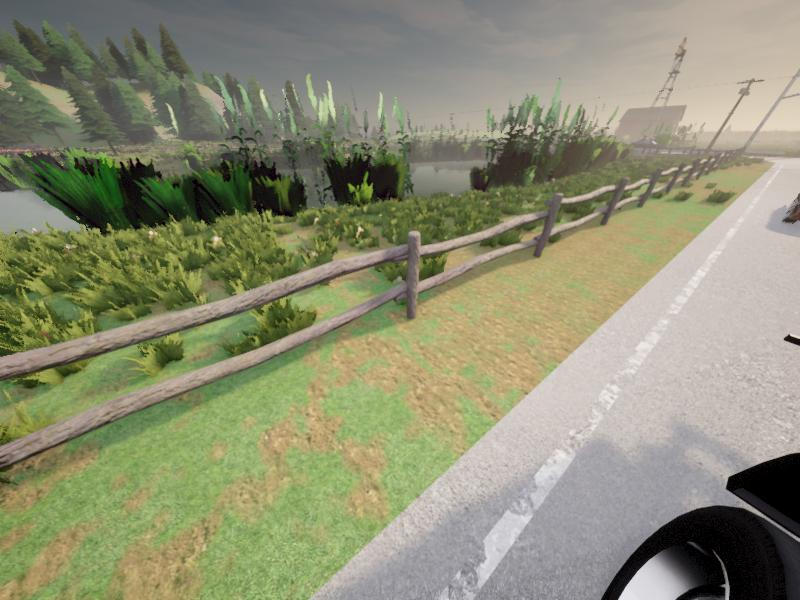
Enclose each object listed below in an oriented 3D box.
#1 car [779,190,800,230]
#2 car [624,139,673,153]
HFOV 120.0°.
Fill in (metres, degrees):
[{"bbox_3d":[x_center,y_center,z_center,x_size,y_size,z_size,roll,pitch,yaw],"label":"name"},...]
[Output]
[{"bbox_3d":[13.800,-3.007,6.929,4.181,1.385,1.994,-22,41,-28],"label":"car"},{"bbox_3d":[37.454,-23.322,34.970,1.812,1.442,4.674,-20,42,-26],"label":"car"}]
